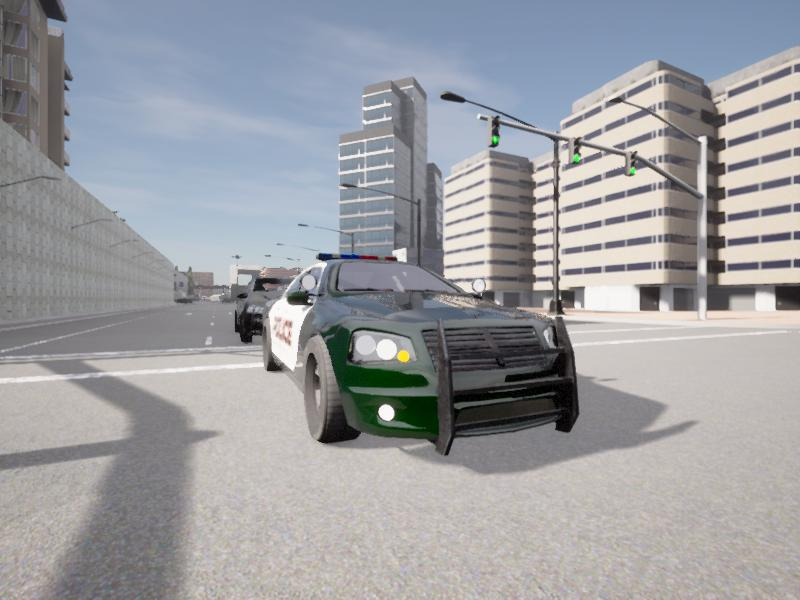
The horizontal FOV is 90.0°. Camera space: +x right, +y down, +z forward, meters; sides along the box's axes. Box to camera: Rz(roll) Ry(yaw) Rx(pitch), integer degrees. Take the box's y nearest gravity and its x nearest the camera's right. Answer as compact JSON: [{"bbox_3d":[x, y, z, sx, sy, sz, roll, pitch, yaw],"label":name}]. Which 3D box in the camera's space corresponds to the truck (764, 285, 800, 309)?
[{"bbox_3d":[64.479,-0.457,64.117,2.891,3.827,8.468,0,-1,-26],"label":"truck"}]

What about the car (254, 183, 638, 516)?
[{"bbox_3d":[-0.354,0.227,4.539,2.038,1.542,4.974,0,0,-25],"label":"car"}]

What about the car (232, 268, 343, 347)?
[{"bbox_3d":[-3.340,0.155,11.059,2.242,1.667,4.611,0,0,-25],"label":"car"}]
